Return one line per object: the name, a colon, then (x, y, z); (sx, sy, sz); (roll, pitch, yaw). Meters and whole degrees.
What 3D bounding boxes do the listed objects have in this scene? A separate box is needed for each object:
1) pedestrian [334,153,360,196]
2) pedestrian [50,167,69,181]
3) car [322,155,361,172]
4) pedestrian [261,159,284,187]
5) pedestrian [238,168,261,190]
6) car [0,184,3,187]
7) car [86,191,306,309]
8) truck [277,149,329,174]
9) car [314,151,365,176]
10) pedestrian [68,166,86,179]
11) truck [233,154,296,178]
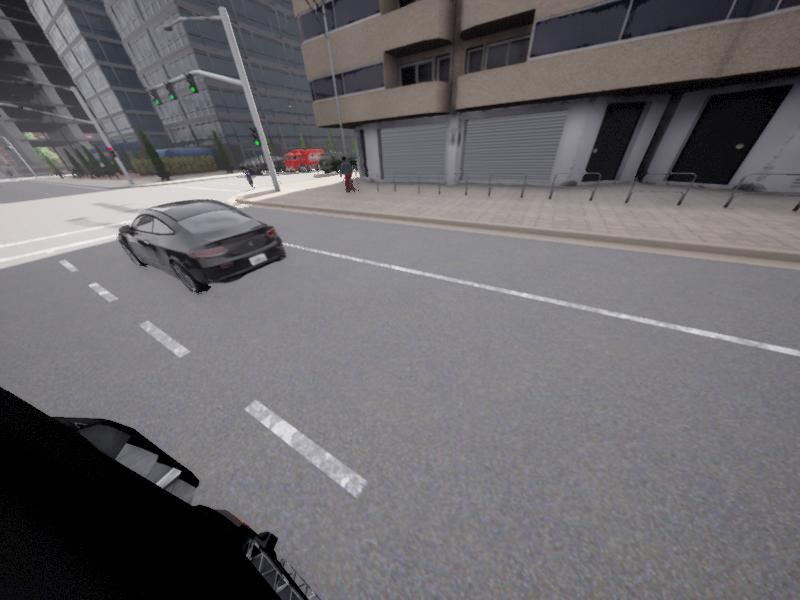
pedestrian: (-2.777, -6.616, 12.208); (0.751, 1.860, 0.751); (19, 39, 30)
pedestrian: (-53.862, -19.905, 36.524); (0.751, 1.860, 0.751); (13, 37, 22)
car: (-7.666, -18.233, 30.783); (2.038, 1.542, 4.974); (16, 38, 27)
pedestrian: (-9.963, -9.970, 18.148); (0.751, 1.860, 0.751); (11, 36, 21)
pedestrian: (-10.574, -8.515, 16.274); (0.751, 1.300, 0.751); (20, 40, 30)
car: (-60.567, -17.179, 33.705); (3.806, 1.475, 1.970); (16, 38, 26)
car: (-4.670, -1.470, 5.286); (4.674, 1.442, 1.812); (16, 38, 26)
truck: (-12.334, -17.898, 29.817); (2.627, 2.467, 5.204); (16, 38, 27)
car: (-6.641, -15.658, 26.347); (2.150, 2.045, 5.566); (16, 38, 27)
pedestrian: (-53.642, -21.129, 38.356); (0.751, 1.860, 0.751); (14, 37, 24)
truck: (-16.883, -17.110, 29.340); (2.390, 2.098, 6.274); (16, 38, 27)
